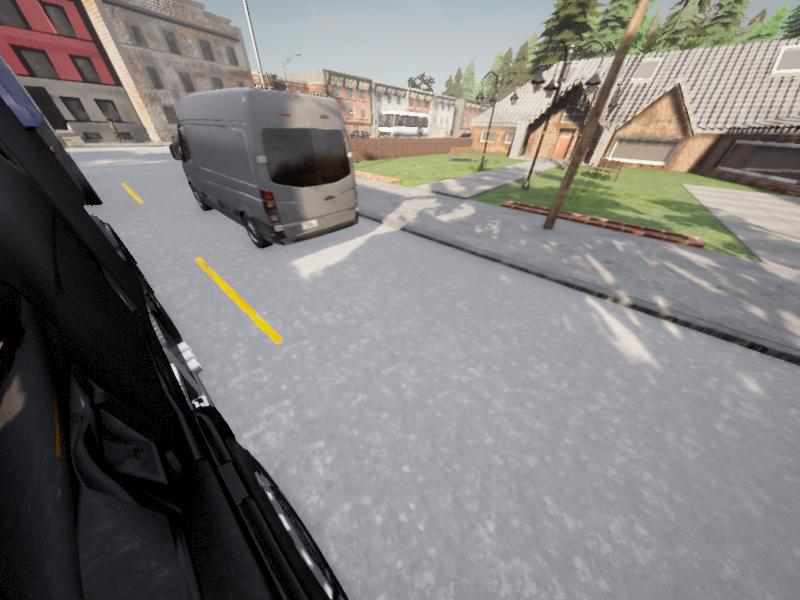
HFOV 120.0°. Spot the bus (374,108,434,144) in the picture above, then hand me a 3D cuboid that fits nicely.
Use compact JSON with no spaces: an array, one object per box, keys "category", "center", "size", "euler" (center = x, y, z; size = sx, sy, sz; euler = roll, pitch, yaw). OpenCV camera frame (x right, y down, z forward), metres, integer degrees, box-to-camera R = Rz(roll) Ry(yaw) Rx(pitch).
[{"category":"bus","center":[0.837,-28.755,38.544],"size":[3.944,4.253,10.273],"euler":[28,44,30]}]

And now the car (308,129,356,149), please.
[{"category":"car","center":[-7.695,-18.514,26.515],"size":[2.242,1.667,4.611],"euler":[29,45,31]}]

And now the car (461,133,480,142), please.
[{"category":"car","center":[16.708,-38.490,54.728],"size":[1.801,1.575,5.366],"euler":[29,43,29]}]

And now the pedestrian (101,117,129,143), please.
[{"category":"pedestrian","center":[-25.371,-15.141,20.597],"size":[0.751,1.860,0.751],"euler":[24,42,27]}]

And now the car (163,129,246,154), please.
[{"category":"car","center":[-15.649,-12.954,18.810],"size":[1.812,1.442,4.674],"euler":[28,44,30]}]

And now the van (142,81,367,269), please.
[{"category":"van","center":[-3.631,-3.259,5.657],"size":[5.915,2.561,1.988],"euler":[29,44,31]}]

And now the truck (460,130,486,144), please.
[{"category":"truck","center":[15.270,-34.055,48.264],"size":[2.390,2.098,6.274],"euler":[28,44,30]}]

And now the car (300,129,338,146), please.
[{"category":"car","center":[-10.092,-20.489,29.064],"size":[1.851,1.617,3.988],"euler":[28,44,30]}]

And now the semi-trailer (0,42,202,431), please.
[{"category":"semi-trailer","center":[-8.716,-3.584,4.222],"size":[14.254,4.402,2.717],"euler":[28,44,30]}]

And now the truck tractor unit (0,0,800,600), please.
[{"category":"truck tractor unit","center":[-2.645,-0.295,0.351],"size":[6.516,4.208,3.053],"euler":[28,44,30]}]

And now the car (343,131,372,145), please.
[{"category":"car","center":[-5.960,-23.237,33.042],"size":[1.845,1.501,3.633],"euler":[28,44,30]}]
